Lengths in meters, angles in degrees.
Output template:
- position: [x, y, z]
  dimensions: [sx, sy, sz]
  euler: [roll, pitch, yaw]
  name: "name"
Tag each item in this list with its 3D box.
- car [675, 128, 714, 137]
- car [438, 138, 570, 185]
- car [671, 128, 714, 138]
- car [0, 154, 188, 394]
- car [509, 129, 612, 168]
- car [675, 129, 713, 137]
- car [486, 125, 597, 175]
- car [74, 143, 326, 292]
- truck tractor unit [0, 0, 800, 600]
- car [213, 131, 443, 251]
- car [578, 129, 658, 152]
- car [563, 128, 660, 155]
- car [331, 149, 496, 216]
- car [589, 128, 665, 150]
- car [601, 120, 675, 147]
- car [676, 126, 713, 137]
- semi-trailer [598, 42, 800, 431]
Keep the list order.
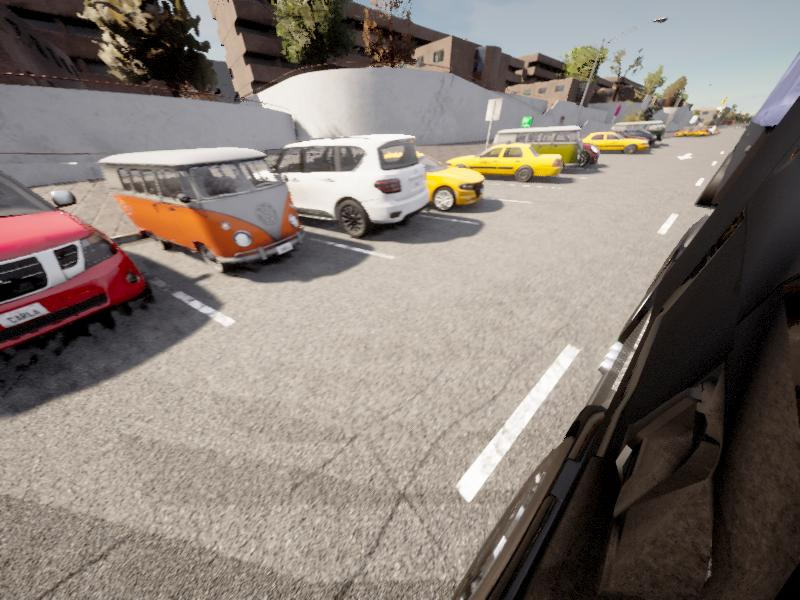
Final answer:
- position: [69.811, -39.735, 54.865]
  dimensions: [5.366, 1.575, 1.946]
  euler: [17, 40, 25]
  name: "car"
- position: [4.748, -6.726, 11.149]
  dimensions: [5.366, 1.575, 1.946]
  euler: [17, 41, 25]
  name: "car"
- position: [63.290, -36.207, 50.085]
  dimensions: [5.366, 1.575, 1.946]
  euler: [17, 39, 25]
  name: "car"
- position: [-6.452, -0.851, 3.448]
  dimensions: [5.566, 2.045, 2.435]
  euler: [17, 41, 25]
  name: "car"
- position: [9.434, -9.185, 14.017]
  dimensions: [4.553, 1.767, 2.185]
  euler: [17, 40, 25]
  name: "car"
- position: [67.665, -38.522, 53.274]
  dimensions: [4.792, 1.488, 2.163]
  euler: [17, 40, 25]
  name: "car"
- position: [7.282, -8.029, 12.397]
  dimensions: [4.442, 1.987, 1.878]
  euler: [17, 40, 25]
  name: "car"
- position: [-4.102, -2.019, 4.911]
  dimensions: [4.442, 1.987, 1.878]
  euler: [17, 40, 25]
  name: "car"
- position: [2.645, -0.295, 0.352]
  dimensions: [6.516, 4.208, 3.053]
  euler: [-28, 44, -30]
  name: "truck tractor unit"
- position: [-1.954, -3.284, 6.443]
  dimensions: [5.566, 2.045, 2.435]
  euler: [17, 41, 25]
  name: "car"
- position: [18.575, -13.835, 20.101]
  dimensions: [4.674, 1.452, 2.002]
  euler: [17, 40, 25]
  name: "car"
- position: [16.459, -12.622, 18.497]
  dimensions: [5.366, 1.575, 1.946]
  euler: [17, 40, 25]
  name: "car"
- position: [0.355, -4.281, 8.082]
  dimensions: [5.008, 1.535, 2.097]
  euler: [17, 40, 25]
  name: "car"
- position: [20.853, -15.029, 21.594]
  dimensions: [4.674, 1.452, 2.002]
  euler: [17, 41, 25]
  name: "car"
- position: [23.223, -16.415, 22.895]
  dimensions: [4.442, 1.987, 1.878]
  euler: [17, 40, 25]
  name: "car"
- position: [65.508, -37.551, 51.528]
  dimensions: [4.442, 1.987, 1.878]
  euler: [17, 39, 25]
  name: "car"
- position: [8.701, -3.572, 4.271]
  dimensions: [14.254, 4.402, 2.717]
  euler: [-28, 44, -30]
  name: "semi-trailer"
